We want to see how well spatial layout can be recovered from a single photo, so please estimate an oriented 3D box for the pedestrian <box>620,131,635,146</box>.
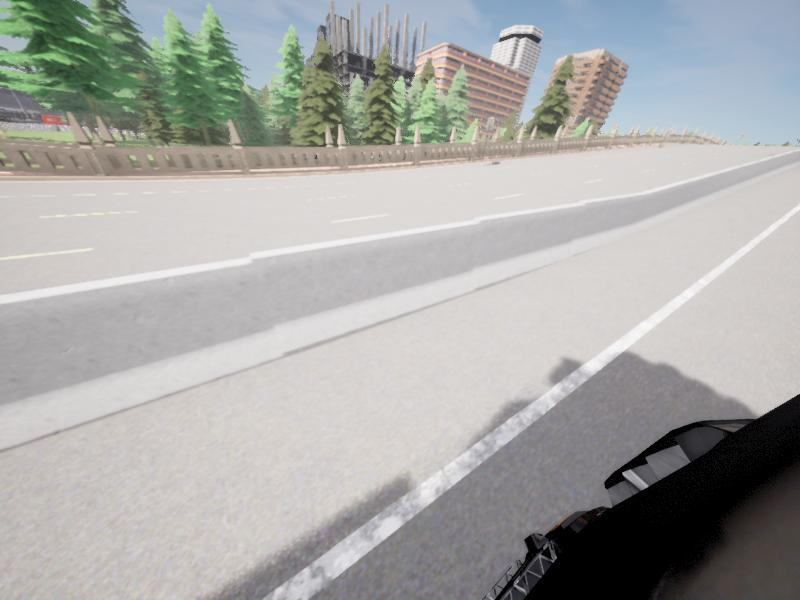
[{"bbox_3d":[35.496,-25.161,36.076,0.751,1.860,0.751,-13,37,-28],"label":"pedestrian"}]
